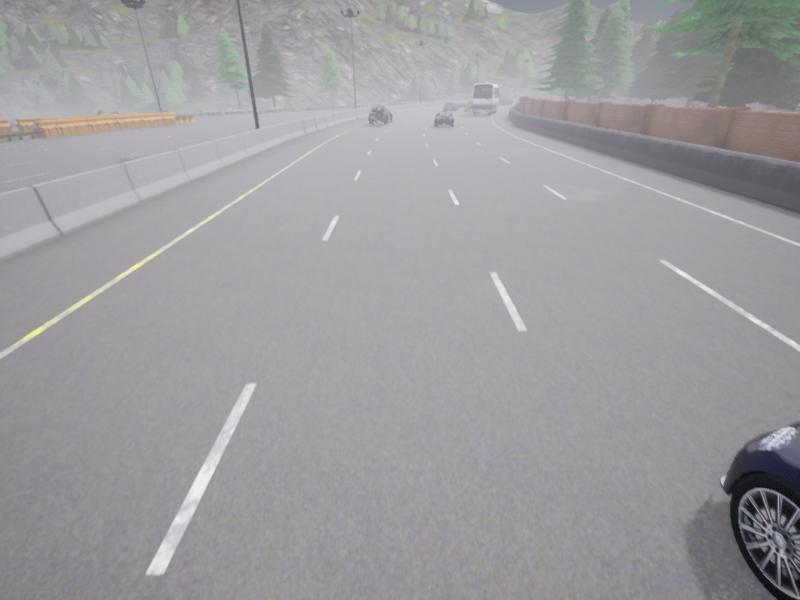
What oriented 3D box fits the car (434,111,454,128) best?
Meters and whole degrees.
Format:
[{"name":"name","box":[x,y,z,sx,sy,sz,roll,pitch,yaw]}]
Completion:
[{"name":"car","box":[4.629,-18.691,41.284,1.895,1.301,4.718,3,28,6]}]

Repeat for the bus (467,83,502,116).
[{"name":"bus","box":[13.241,-31.134,61.992,3.944,4.253,10.273,8,28,15]}]

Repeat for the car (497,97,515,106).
[{"name":"car","box":[26.870,-50.277,101.235,2.150,2.045,5.566,17,32,30]}]

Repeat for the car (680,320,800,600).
[{"name":"car","box":[3.501,2.018,0.852,2.152,1.651,5.027,0,27,0]}]

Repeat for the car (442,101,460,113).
[{"name":"car","box":[9.040,-34.088,70.635,2.033,1.649,4.856,9,29,18]}]

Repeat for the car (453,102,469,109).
[{"name":"car","box":[13.350,-42.575,87.362,1.895,1.301,4.718,13,30,24]}]

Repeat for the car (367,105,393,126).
[{"name":"car","box":[-2.087,-20.338,43.958,1.932,1.855,4.605,3,27,9]}]

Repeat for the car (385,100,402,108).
[{"name":"car","box":[-1.612,-46.774,95.511,1.882,1.535,5.008,13,30,24]}]
